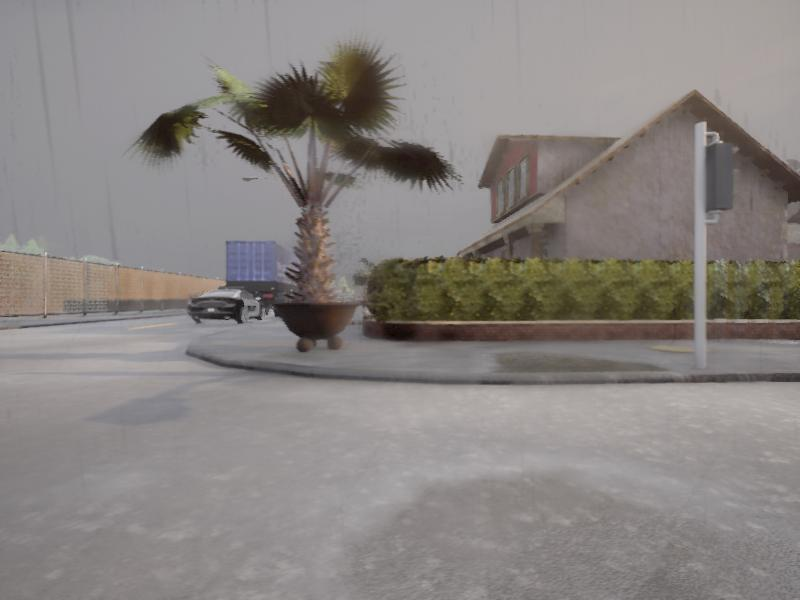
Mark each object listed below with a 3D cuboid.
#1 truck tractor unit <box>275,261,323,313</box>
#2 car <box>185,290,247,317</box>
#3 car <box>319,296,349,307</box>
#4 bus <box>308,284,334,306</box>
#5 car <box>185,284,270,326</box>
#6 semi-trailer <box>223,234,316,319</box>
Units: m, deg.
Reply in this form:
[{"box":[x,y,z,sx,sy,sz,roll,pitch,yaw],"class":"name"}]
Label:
[{"box":[-8.811,-1.065,35.719,3.053,4.208,6.516,0,0,-4],"class":"truck tractor unit"},{"box":[-12.198,0.216,26.901,2.152,1.651,5.027,0,0,-4],"class":"car"},{"box":[-10.841,0.245,65.329,4.611,1.667,2.242,0,1,37],"class":"car"},{"box":[-15.946,-1.024,81.907,3.944,4.253,10.273,0,0,-4],"class":"bus"},{"box":[-7.584,0.209,18.243,1.930,1.638,5.238,0,0,-4],"class":"car"},{"box":[-8.251,-1.180,27.826,2.717,4.402,14.254,0,0,-4],"class":"semi-trailer"}]
